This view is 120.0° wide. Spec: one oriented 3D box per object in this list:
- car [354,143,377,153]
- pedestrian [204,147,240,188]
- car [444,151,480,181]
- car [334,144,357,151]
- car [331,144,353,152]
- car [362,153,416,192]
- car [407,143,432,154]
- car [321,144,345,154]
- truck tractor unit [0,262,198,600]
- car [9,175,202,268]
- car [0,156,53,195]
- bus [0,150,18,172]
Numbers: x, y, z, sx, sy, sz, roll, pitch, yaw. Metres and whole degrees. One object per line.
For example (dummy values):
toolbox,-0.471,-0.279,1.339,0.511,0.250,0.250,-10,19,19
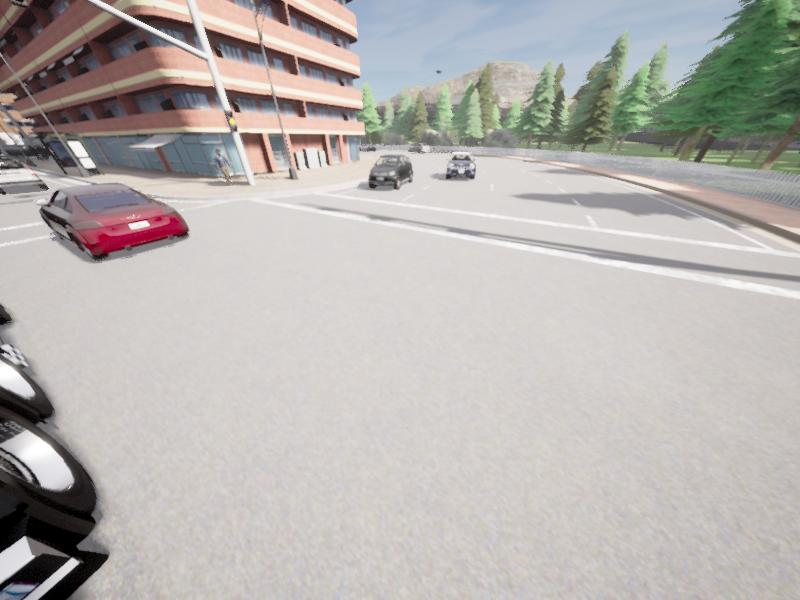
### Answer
car,-7.446,-32.886,49.902,4.974,1.542,2.038,25,42,32
pedestrian,-9.602,-7.193,12.529,0.751,1.860,0.751,25,42,32
car,4.175,-9.380,16.075,1.970,1.475,3.806,5,35,8
car,-13.329,-37.573,56.813,5.357,1.411,2.033,18,39,25
car,-13.456,-35.329,53.504,4.892,1.490,1.837,18,39,25
car,-0.473,-7.406,13.222,1.789,1.549,3.705,10,36,15
car,3.641,-29.238,44.425,2.242,1.667,4.611,-22,40,-28
car,-13.555,-30.550,46.614,4.514,1.525,2.007,21,40,28
truck tractor unit,-5.115,-0.295,0.776,6.516,4.208,3.053,18,40,24
car,-7.865,-2.360,6.243,4.181,1.385,1.994,18,39,24
car,-22.491,-7.216,13.227,3.988,1.617,1.851,18,39,25
bus,-43.052,-14.939,22.227,10.273,4.253,3.944,19,39,24
